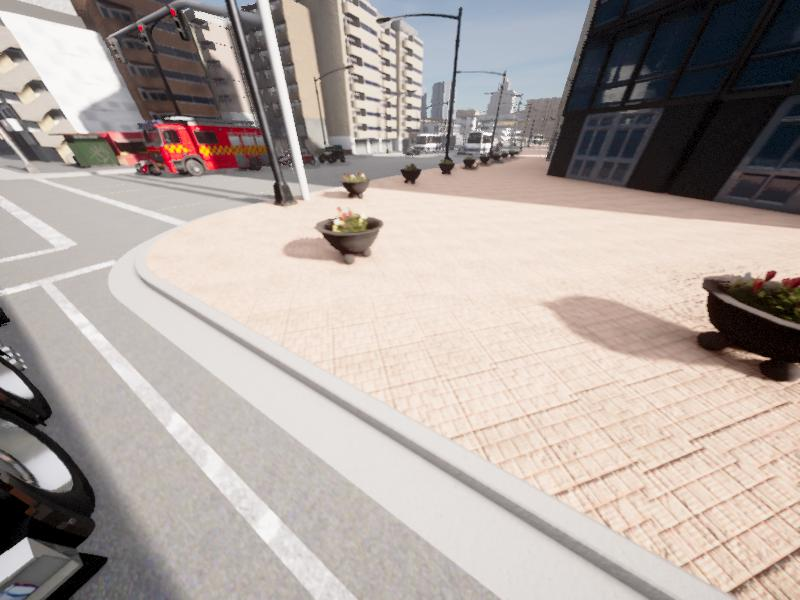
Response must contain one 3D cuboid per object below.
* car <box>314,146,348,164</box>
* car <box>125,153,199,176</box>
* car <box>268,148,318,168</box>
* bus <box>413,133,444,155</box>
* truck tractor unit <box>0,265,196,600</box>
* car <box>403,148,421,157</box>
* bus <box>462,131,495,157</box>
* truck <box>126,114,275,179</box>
[{"bbox_3d":[-8.997,-19.228,30.590,1.905,1.878,3.866,18,38,24],"label":"car"},{"bbox_3d":[-20.347,-11.774,19.970,1.970,1.475,3.806,18,38,24],"label":"car"},{"bbox_3d":[-11.959,-16.223,26.230,2.097,1.767,4.553,18,38,24],"label":"car"},{"bbox_3d":[7.390,-40.199,59.451,3.944,4.253,10.273,18,38,24],"label":"bus"},{"bbox_3d":[-5.113,-0.298,0.787,6.516,4.208,3.053,18,39,24],"label":"truck tractor unit"},{"bbox_3d":[2.522,-30.339,47.505,1.994,1.385,4.181,18,38,24],"label":"car"},{"bbox_3d":[17.525,-34.545,51.182,3.944,4.253,10.273,18,38,24],"label":"bus"},{"bbox_3d":[-15.998,-13.082,19.808,2.891,3.827,8.468,18,38,24],"label":"truck"}]
